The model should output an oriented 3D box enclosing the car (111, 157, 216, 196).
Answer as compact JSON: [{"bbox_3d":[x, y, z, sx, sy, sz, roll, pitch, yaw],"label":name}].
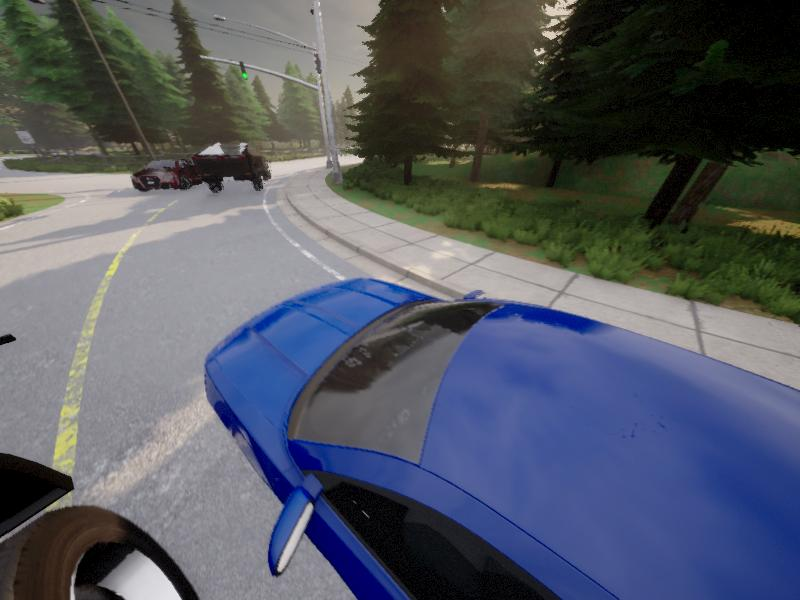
[{"bbox_3d":[-12.327,-6.850,12.535,1.994,1.385,4.181,-7,35,-10],"label":"car"}]

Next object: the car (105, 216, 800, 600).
[{"bbox_3d":[0.687,0.915,1.366,5.008,1.535,1.882,23,40,28],"label":"car"}]

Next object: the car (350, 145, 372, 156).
[{"bbox_3d":[-7.048,-27.624,42.634,2.128,1.511,4.902,10,36,13],"label":"car"}]

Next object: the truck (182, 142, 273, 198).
[{"bbox_3d":[-9.069,-7.594,13.024,2.390,2.098,6.274,-11,36,-16],"label":"truck"}]
